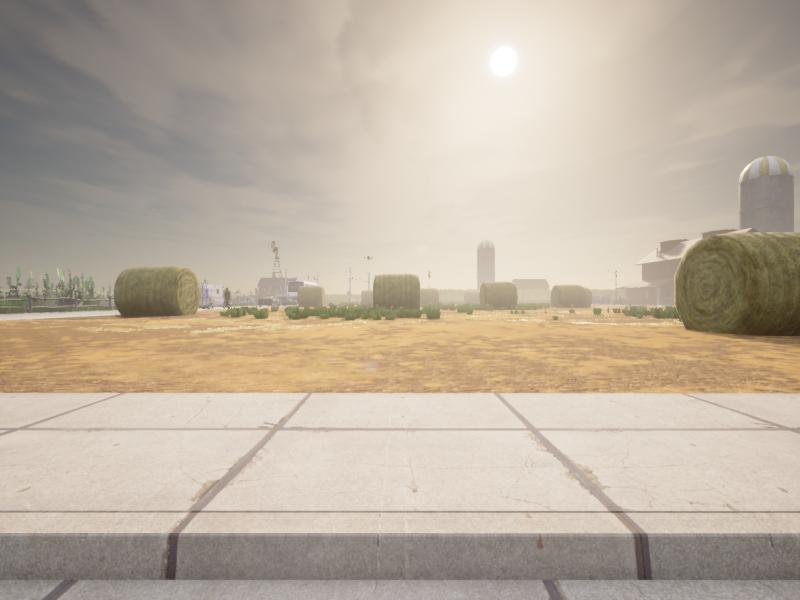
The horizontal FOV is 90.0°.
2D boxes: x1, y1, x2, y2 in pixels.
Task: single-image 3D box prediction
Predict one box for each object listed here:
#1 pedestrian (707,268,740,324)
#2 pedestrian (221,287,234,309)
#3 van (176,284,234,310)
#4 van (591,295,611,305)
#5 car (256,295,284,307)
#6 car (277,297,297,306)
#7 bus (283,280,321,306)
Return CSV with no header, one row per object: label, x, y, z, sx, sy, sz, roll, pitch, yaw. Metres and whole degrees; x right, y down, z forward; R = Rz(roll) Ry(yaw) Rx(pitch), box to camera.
pedestrian,11.196,-0.135,13.869,0.751,1.860,0.751,0,0,27
pedestrian,-14.286,-0.161,33.127,0.751,1.860,0.751,0,0,4
van,-18.975,-0.271,39.333,2.351,2.431,6.366,0,0,3
van,39.266,0.002,78.275,1.775,1.987,4.442,0,0,-1
car,-18.168,0.123,56.124,1.930,1.638,5.238,0,0,3
car,-17.830,0.206,63.155,1.816,1.474,4.193,0,0,3
bus,-17.491,-1.186,72.674,3.944,4.253,10.273,0,0,3
